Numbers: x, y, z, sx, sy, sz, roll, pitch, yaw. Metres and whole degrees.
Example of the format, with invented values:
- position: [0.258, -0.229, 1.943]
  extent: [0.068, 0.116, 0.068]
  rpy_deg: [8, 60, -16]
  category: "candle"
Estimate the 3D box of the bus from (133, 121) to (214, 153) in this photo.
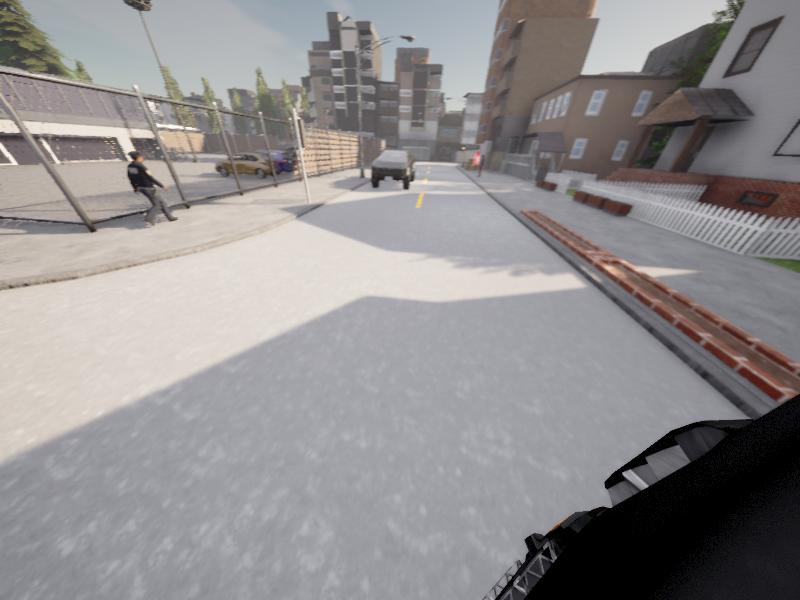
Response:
- position: [-41.610, -30.191, 43.372]
  extent: [3.944, 4.253, 10.273]
  rpy_deg: [5, 33, 4]
  category: "bus"

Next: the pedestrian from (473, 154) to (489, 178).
- position: [7.638, -12.668, 21.828]
  extent: [0.751, 1.860, 0.751]
  rpy_deg: [-3, 34, -9]
  category: "pedestrian"

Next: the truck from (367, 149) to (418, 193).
- position: [-0.243, -9.015, 15.781]
  extent: [2.390, 2.098, 6.274]
  rpy_deg: [6, 33, 5]
  category: "truck"

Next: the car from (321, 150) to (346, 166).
- position: [-8.665, -18.737, 30.404]
  extent: [1.789, 1.547, 3.705]
  rpy_deg: [6, 33, 5]
  category: "car"

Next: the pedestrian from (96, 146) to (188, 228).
- position: [-6.792, -3.014, 6.212]
  extent: [0.751, 1.860, 0.751]
  rpy_deg: [11, 34, 13]
  category: "pedestrian"
